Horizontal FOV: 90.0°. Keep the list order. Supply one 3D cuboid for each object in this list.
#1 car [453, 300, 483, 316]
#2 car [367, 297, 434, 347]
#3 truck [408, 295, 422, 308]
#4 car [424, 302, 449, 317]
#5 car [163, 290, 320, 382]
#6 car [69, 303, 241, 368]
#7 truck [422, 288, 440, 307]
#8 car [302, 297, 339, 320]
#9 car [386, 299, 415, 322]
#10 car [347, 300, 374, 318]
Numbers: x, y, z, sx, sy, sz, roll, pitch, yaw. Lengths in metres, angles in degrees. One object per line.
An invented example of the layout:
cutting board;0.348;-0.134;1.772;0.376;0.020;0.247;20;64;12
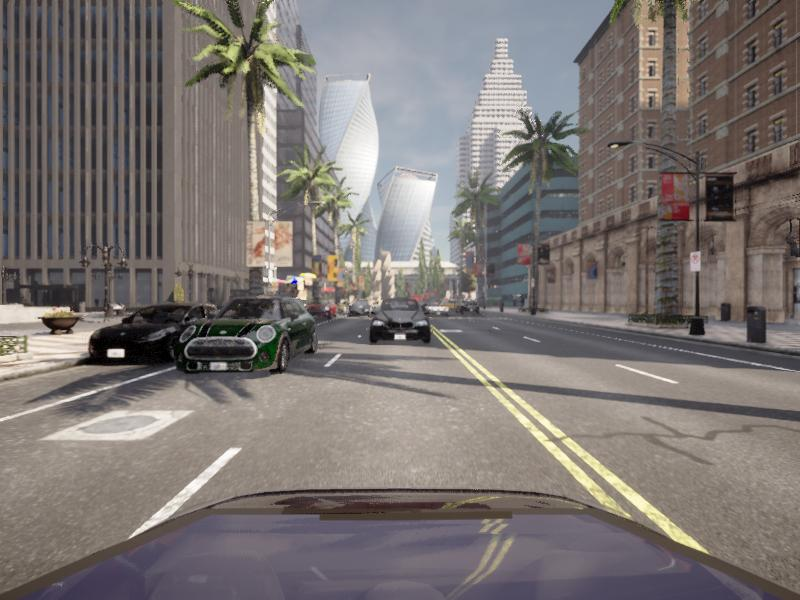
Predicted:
car;6.913;0.780;41.230;2.128;1.511;4.902;0;0;-1
car;0.006;0.734;15.732;2.242;1.667;4.611;0;0;0
truck;3.002;0.247;80.818;2.627;2.467;5.204;0;0;-1
car;3.435;0.892;38.307;1.895;1.301;4.718;0;0;-1
car;-3.495;0.679;9.958;2.097;1.767;4.553;0;0;0
car;-6.685;0.836;11.771;2.163;1.488;4.792;0;0;-1
truck;6.467;-0.438;84.678;2.891;3.827;8.468;0;0;-1
car;-6.605;0.652;33.733;2.185;1.767;4.553;0;0;-1
car;0.007;0.736;30.787;2.033;1.649;4.856;0;0;0
car;-3.537;0.775;36.546;2.038;1.542;4.974;0;0;-1
